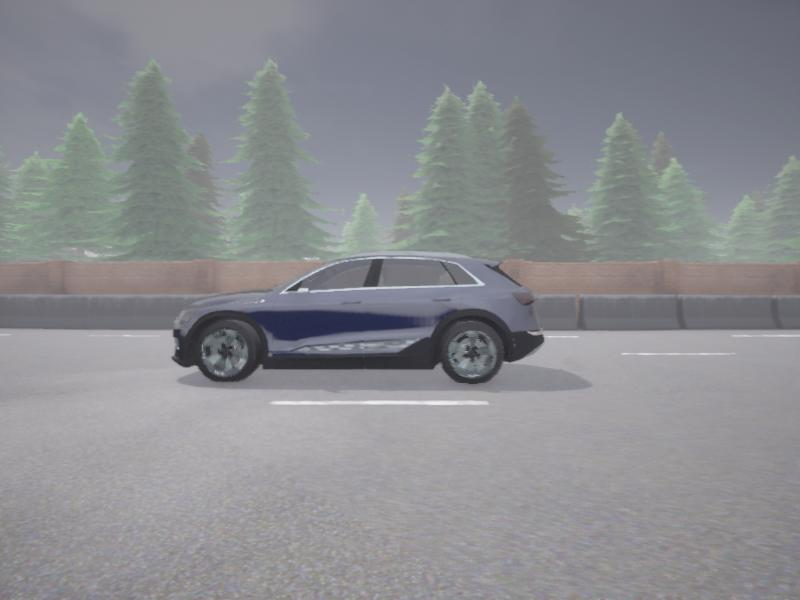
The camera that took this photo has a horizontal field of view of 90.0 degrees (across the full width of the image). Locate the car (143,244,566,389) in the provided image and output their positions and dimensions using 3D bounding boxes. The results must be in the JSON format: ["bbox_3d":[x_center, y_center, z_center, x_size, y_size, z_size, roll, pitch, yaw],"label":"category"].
[{"bbox_3d":[-0.524,0.183,5.611,4.856,1.649,2.033,0,1,1],"label":"car"}]
